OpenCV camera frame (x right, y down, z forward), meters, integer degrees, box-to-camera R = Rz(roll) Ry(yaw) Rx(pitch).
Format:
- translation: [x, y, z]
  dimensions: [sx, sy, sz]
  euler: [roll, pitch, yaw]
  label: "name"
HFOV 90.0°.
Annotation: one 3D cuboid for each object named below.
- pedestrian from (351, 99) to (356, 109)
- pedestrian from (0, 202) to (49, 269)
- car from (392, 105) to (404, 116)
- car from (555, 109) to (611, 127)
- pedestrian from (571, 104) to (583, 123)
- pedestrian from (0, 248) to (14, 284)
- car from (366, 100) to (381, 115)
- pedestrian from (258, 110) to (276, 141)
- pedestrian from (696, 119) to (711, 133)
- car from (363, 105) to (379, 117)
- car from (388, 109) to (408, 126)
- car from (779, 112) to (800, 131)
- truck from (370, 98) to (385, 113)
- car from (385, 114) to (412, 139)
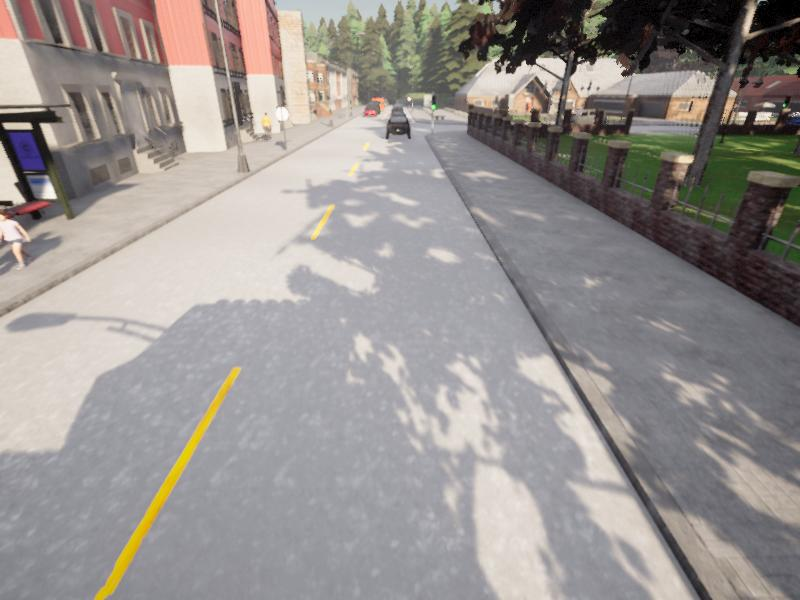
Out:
- translation: [-9.856, -41.842, 85.387]
  dimensions: [0.751, 1.860, 0.751]
  euler: [8, 28, 15]
  label: "pedestrian"
- translation: [-7.149, -1.192, 7.400]
  dimensions: [0.500, 1.100, 0.500]
  euler: [-4, 28, -8]
  label: "pedestrian"
- translation: [-0.323, -29.149, 61.496]
  dimensions: [1.837, 1.490, 4.892]
  euler: [0, 27, 0]
  label: "car"
- translation: [18.955, -18.933, 41.589]
  dimensions: [4.611, 1.667, 2.242]
  euler: [0, 27, 0]
  label: "car"
- translation: [20.299, -21.420, 45.931]
  dimensions: [0.751, 1.860, 0.751]
  euler: [1, 27, 2]
  label: "pedestrian"
- translation: [-7.195, -1.059, 6.311]
  dimensions: [0.751, 1.860, 0.751]
  euler: [0, 27, 0]
  label: "pedestrian"
- translation: [-4.327, -31.857, 66.130]
  dimensions: [2.150, 2.045, 5.566]
  euler: [0, 27, 0]
  label: "car"
- translation: [-9.128, -11.955, 27.434]
  dimensions: [0.751, 1.860, 0.751]
  euler: [-1, 27, -1]
  label: "pedestrian"
- translation: [25.400, -14.575, 33.511]
  dimensions: [0.500, 1.100, 0.500]
  euler: [0, 27, 0]
  label: "pedestrian"
- translation: [-4.285, -27.869, 58.963]
  dimensions: [2.007, 1.525, 4.514]
  euler: [0, 27, 0]
  label: "car"
- translation: [-0.214, -20.303, 44.455]
  dimensions: [2.033, 1.411, 5.357]
  euler: [0, 27, 0]
  label: "car"
- translation: [39.863, -17.063, 38.208]
  dimensions: [5.008, 1.535, 1.882]
  euler: [0, 27, 0]
  label: "car"
- translation: [-4.346, -37.589, 77.259]
  dimensions: [2.627, 2.467, 5.204]
  euler: [0, 27, 0]
  label: "truck"
- translation: [-0.053, -13.811, 31.709]
  dimensions: [1.882, 1.535, 5.008]
  euler: [1, 27, 2]
  label: "car"
